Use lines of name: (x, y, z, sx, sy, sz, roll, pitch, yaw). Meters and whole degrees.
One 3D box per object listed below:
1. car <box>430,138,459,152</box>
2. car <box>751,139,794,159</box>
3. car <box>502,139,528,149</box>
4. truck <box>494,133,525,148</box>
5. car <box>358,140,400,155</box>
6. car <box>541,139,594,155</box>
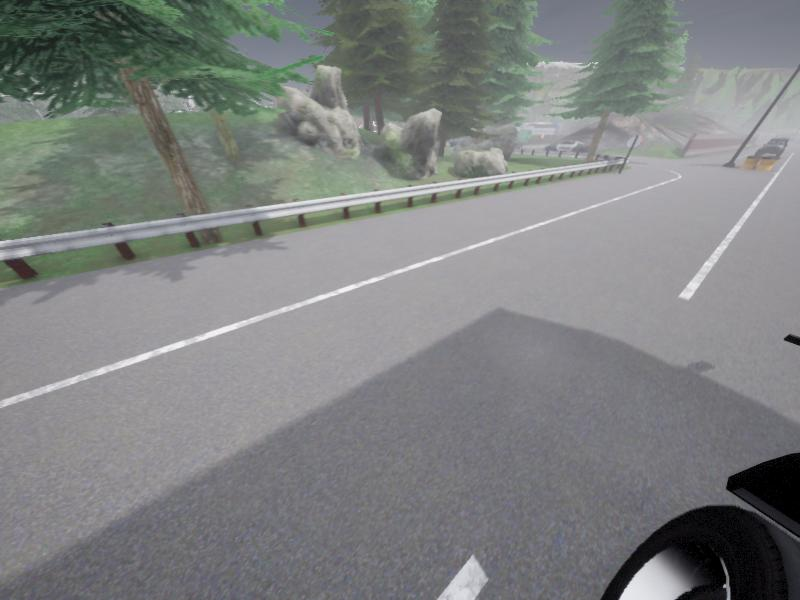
car: (7.178, -24.911, 37.046, 1.882, 1.535, 5.008, 30, 46, 35)
car: (45.038, -18.337, 27.923, 3.866, 1.878, 1.905, -22, 41, -28)
car: (22.378, -30.402, 44.962, 4.792, 1.488, 2.163, -22, 41, -28)
truck: (22.913, -33.459, 48.370, 5.204, 2.467, 2.627, -19, 40, -25)
car: (-2.687, -20.360, 30.801, 5.366, 1.575, 1.801, -22, 41, -28)
car: (21.261, -19.611, 29.570, 2.038, 1.542, 4.974, -22, 41, -28)
